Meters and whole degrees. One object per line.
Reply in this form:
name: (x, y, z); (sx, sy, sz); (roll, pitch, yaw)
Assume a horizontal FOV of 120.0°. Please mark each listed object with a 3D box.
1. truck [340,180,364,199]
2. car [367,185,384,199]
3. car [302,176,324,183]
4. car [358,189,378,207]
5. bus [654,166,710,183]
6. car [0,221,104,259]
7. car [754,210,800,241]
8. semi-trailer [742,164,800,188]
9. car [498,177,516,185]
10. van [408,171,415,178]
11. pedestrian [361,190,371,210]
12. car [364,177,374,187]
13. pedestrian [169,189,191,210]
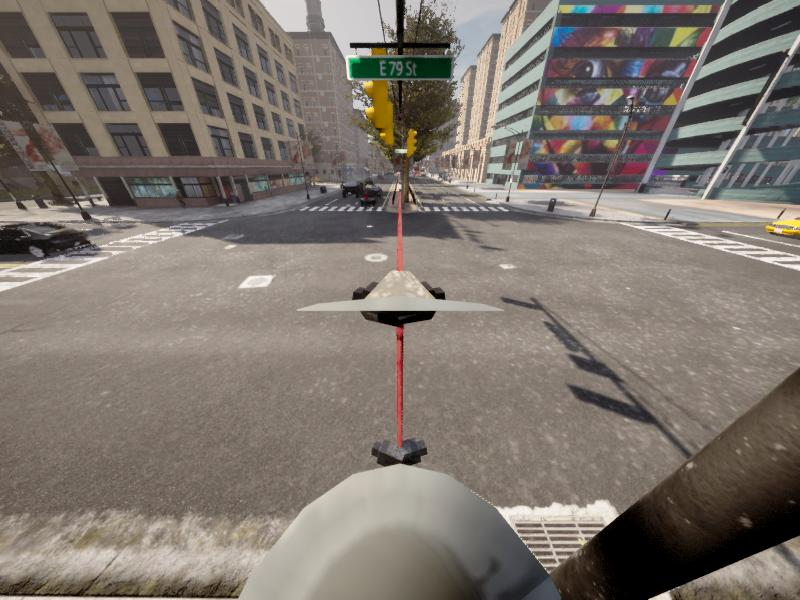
truck: (-7.183, -17.091, 35.510); (2.390, 2.098, 6.274); (0, 30, 0)
car: (-3.699, -16.589, 35.344); (2.033, 1.411, 5.357); (0, 30, 0)
car: (-24.828, -34.229, 65.725); (5.366, 1.575, 1.801); (0, 30, -1)
car: (-3.718, -12.396, 27.869); (1.851, 1.617, 3.988); (0, 30, 0)
bus: (85.486, -38.573, 70.564); (3.944, 4.253, 10.273); (0, 30, 0)
car: (-19.279, -3.156, 11.972); (4.892, 1.490, 1.837); (0, 30, 0)
car: (26.984, -4.748, 14.648); (5.366, 1.575, 1.801); (0, 30, 0)
semi-trailer: (88.943, -27.946, 51.985); (2.717, 4.402, 14.254); (1, 30, 1)
car: (27.196, -30.383, 58.961); (2.161, 1.482, 4.786); (0, 30, 0)
van: (4.490, -50.504, 93.045); (2.351, 2.431, 6.366); (0, 30, 0)
pedestrian: (-3.573, -10.576, 24.414); (0.751, 1.860, 0.751); (-1, 30, -1)
car: (-7.292, -28.062, 54.741); (1.905, 1.878, 3.866); (-2, 30, -4)
pedestrian: (-22.021, -10.023, 23.152); (0.751, 1.860, 0.751); (-1, 30, -2)
